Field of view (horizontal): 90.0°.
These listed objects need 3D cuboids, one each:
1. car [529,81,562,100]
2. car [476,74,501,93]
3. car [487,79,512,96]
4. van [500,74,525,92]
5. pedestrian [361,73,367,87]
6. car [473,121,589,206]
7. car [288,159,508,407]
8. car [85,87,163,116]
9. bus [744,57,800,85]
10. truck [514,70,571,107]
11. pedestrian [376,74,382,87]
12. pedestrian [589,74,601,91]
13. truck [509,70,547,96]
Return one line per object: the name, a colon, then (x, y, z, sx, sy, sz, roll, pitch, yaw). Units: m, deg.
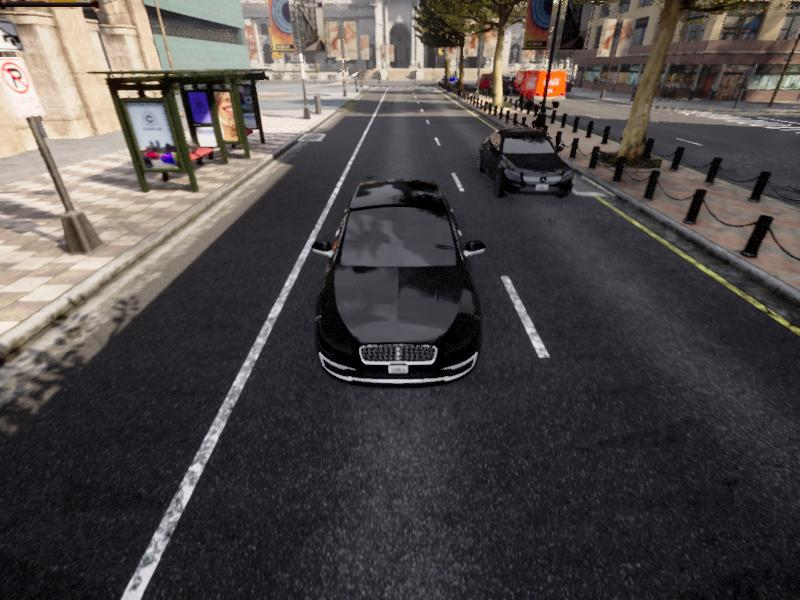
car: (14.962, -21.724, 41.391, 1.851, 1.617, 3.988, 0, 30, 0)
car: (11.403, -28.175, 51.943, 2.150, 2.045, 5.566, 1, 30, 1)
car: (11.435, -24.559, 46.218, 1.851, 1.617, 3.988, 0, 30, 0)
van: (14.923, -28.978, 53.318, 2.069, 2.038, 4.480, 0, 30, 0)
pedestrian: (-5.468, -33.527, 60.884, 0.751, 1.860, 0.751, 4, 31, 7)
car: (3.449, -4.124, 11.568, 1.812, 1.442, 4.674, 0, 30, 0)
car: (-0.020, -0.784, 5.827, 1.837, 1.490, 4.892, 0, 30, 0)
car: (-19.365, -14.166, 28.434, 2.161, 1.482, 4.786, 0, 30, 0)
bus: (69.378, -41.109, 71.825, 10.273, 4.253, 3.944, 0, 30, 0)
truck: (11.460, -17.233, 32.789, 2.627, 2.467, 5.204, 0, 27, -1)
pedestrian: (-3.277, -34.461, 62.777, 0.751, 1.860, 0.751, 0, 30, -1)
pedestrian: (24.704, -27.521, 50.674, 0.751, 1.860, 0.751, 2, 30, 4)
truck: (14.927, -25.554, 47.063, 2.627, 2.467, 5.204, 0, 30, 0)
